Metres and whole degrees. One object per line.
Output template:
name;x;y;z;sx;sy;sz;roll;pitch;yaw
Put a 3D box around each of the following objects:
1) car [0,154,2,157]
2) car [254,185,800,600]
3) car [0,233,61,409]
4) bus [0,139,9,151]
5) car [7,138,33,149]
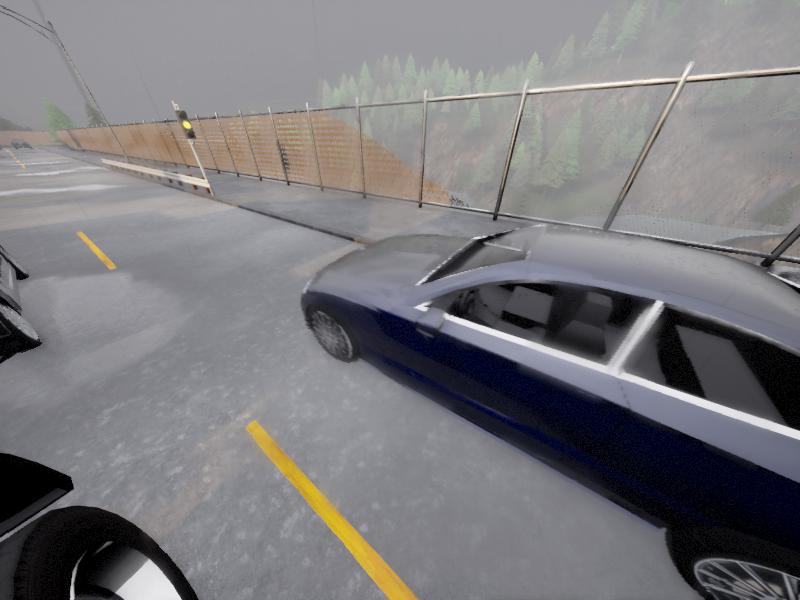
car;-53.892;-19.400;29.703;5.027;1.651;2.152;22;41;28
car;1.256;0.184;2.261;5.027;1.651;2.152;22;41;28
car;-6.538;-0.173;2.720;5.238;1.638;1.930;22;41;28
bus;-78.044;-30.363;42.833;10.273;4.253;3.944;22;41;28
car;-77.588;-31.898;47.147;4.553;1.767;2.097;22;41;28
